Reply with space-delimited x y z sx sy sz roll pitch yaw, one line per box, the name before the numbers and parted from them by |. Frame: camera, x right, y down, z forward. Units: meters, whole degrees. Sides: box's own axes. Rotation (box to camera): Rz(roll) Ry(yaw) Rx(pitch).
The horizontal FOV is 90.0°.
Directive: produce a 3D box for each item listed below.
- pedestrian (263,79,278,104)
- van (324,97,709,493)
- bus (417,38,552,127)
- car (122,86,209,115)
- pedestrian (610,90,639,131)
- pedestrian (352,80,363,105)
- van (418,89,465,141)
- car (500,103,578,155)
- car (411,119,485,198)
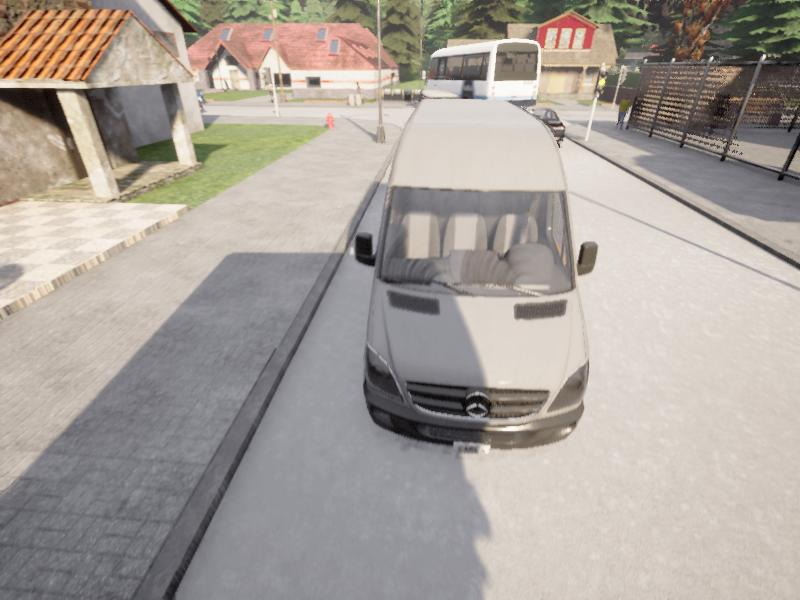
pedestrian | -11.418 -18.369 35.255 0.751 1.860 0.751 24 38 35
van | 0.843 -1.040 5.290 1.988 2.561 5.915 3 30 4
bus | 4.775 -14.388 26.472 3.944 4.253 10.273 -10 31 -15
car | -16.691 -14.288 28.657 4.611 1.667 2.242 3 30 4
pedestrian | 11.841 -10.007 21.155 0.751 1.860 0.751 4 31 7
pedestrian | -3.674 -18.052 34.790 0.751 1.860 0.751 1 30 1
van | 1.977 -9.550 20.419 1.775 1.987 4.442 -1 30 -2
car | 5.970 -7.790 17.919 2.128 1.511 4.902 3 30 4
car | 1.339 -4.351 11.942 1.789 1.549 3.705 2 30 3
